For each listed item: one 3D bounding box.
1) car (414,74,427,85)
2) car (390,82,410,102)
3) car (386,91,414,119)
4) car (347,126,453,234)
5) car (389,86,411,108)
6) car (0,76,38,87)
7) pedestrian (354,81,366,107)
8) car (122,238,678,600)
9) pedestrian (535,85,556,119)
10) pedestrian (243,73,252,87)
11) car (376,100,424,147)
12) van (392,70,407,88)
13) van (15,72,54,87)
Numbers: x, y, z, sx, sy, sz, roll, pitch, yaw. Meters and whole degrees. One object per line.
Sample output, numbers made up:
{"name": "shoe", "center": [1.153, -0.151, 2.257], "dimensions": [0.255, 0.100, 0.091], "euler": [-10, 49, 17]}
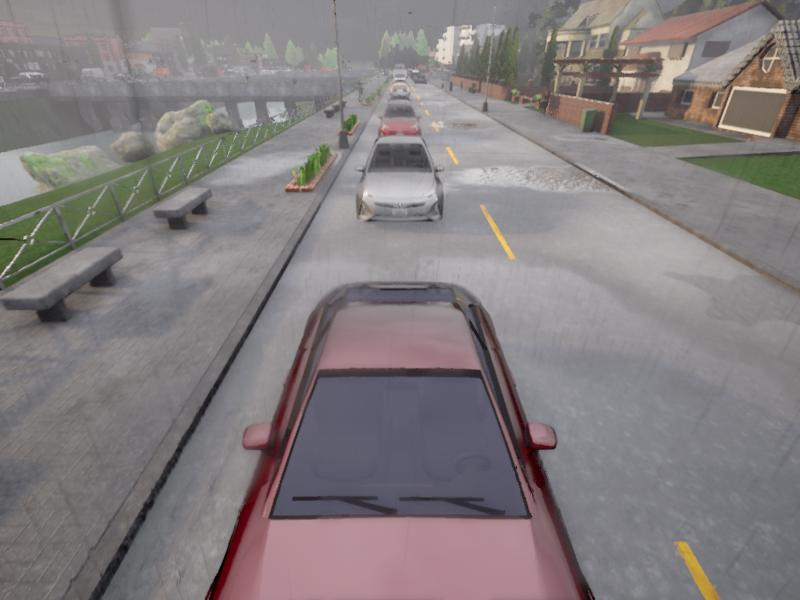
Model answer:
{"name": "car", "center": [3.993, -43.091, 78.104], "dimensions": [2.242, 1.667, 4.611], "euler": [0, 30, 0]}
{"name": "car", "center": [-0.005, -20.910, 40.201], "dimensions": [1.882, 1.535, 5.008], "euler": [0, 30, 0]}
{"name": "car", "center": [-0.003, -13.613, 27.795], "dimensions": [1.816, 1.474, 4.193], "euler": [0, 30, 0]}
{"name": "car", "center": [0.000, -3.189, 9.933], "dimensions": [2.007, 1.525, 4.514], "euler": [0, 30, 0]}
{"name": "car", "center": [-0.005, -17.494, 34.372], "dimensions": [1.845, 1.501, 3.633], "euler": [0, 30, 0]}
{"name": "car", "center": [-65.689, -37.813, 69.089], "dimensions": [1.837, 1.490, 4.892], "euler": [0, 30, 0]}
{"name": "pedestrian", "center": [-3.204, -16.604, 32.268], "dimensions": [0.751, 1.860, 0.751], "euler": [-10, 32, -16]}
{"name": "car", "center": [-0.002, 0.968, 2.986], "dimensions": [1.994, 1.385, 4.181], "euler": [0, 30, 0]}
{"name": "pedestrian", "center": [9.187, -12.514, 25.284], "dimensions": [0.751, 1.860, 0.751], "euler": [1, 30, 2]}
{"name": "pedestrian", "center": [-23.191, -33.536, 60.922], "dimensions": [0.751, 1.860, 0.751], "euler": [3, 30, 5]}
{"name": "car", "center": [-0.001, -8.434, 18.894], "dimensions": [2.007, 1.525, 4.514], "euler": [0, 30, 0]}
{"name": "van", "center": [-0.007, -36.403, 65.783], "dimensions": [2.351, 2.431, 6.366], "euler": [0, 30, 0]}
{"name": "van", "center": [-61.689, -37.290, 67.671], "dimensions": [2.069, 2.038, 4.480], "euler": [0, 30, 0]}
